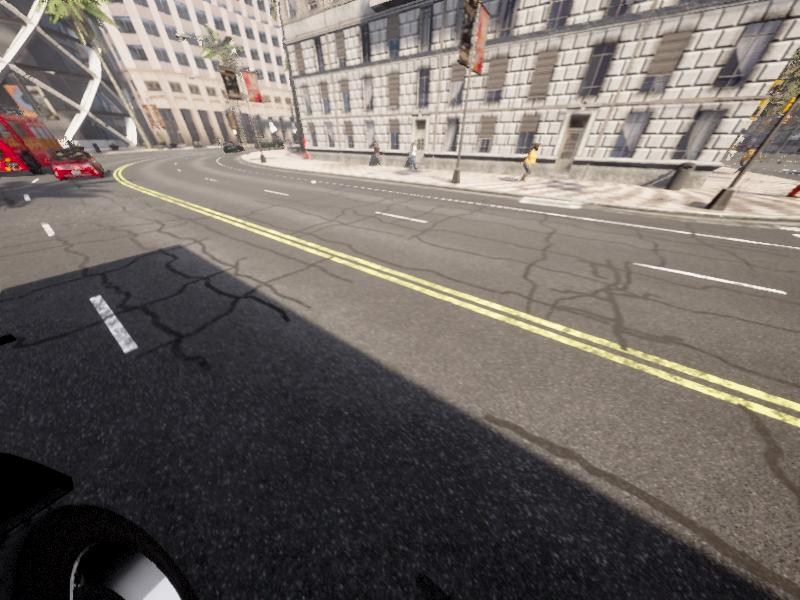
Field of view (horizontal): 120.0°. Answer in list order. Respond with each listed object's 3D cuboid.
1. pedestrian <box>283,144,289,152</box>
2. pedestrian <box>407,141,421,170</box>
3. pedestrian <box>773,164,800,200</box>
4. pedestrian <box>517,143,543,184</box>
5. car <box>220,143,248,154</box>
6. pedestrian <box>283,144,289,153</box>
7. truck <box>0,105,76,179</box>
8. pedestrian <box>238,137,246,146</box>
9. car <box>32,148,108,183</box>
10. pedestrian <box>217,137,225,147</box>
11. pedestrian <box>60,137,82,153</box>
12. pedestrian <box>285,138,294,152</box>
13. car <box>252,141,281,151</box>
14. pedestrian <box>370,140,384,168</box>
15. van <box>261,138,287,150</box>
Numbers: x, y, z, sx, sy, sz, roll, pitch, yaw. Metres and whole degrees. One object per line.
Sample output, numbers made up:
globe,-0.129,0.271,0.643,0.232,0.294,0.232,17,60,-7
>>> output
pedestrian,-18.343,-24.375,37.108,0.500,1.100,0.500,2,35,2
pedestrian,1.053,-11.125,17.796,0.751,1.860,0.751,22,41,28
pedestrian,17.113,-5.251,9.592,0.751,1.860,0.751,25,42,31
pedestrian,7.062,-7.422,12.589,0.751,1.860,0.751,16,38,21
car,-27.576,-25.393,38.548,1.994,1.385,4.181,-3,35,-5
pedestrian,-17.724,-23.636,36.063,0.500,1.100,0.500,-6,36,-8
truck,-27.425,-10.968,15.936,2.891,3.827,8.468,-23,41,-29
pedestrian,-40.645,-40.641,59.356,0.751,1.860,0.751,17,39,22
car,-20.628,-8.659,14.709,2.007,1.525,4.514,-30,45,-35
pedestrian,-42.610,-37.578,54.990,0.751,1.860,0.751,9,36,12
pedestrian,-46.001,-21.634,32.321,0.751,1.860,0.751,-3,35,-5
pedestrian,-18.257,-25.539,38.100,0.751,1.860,0.751,-4,35,-6
car,-28.959,-33.602,50.216,2.152,1.651,5.027,14,37,18
pedestrian,-1.858,-12.021,19.044,0.751,1.860,0.751,29,44,34
van,-26.103,-32.421,48.003,1.775,1.987,4.442,14,37,18
